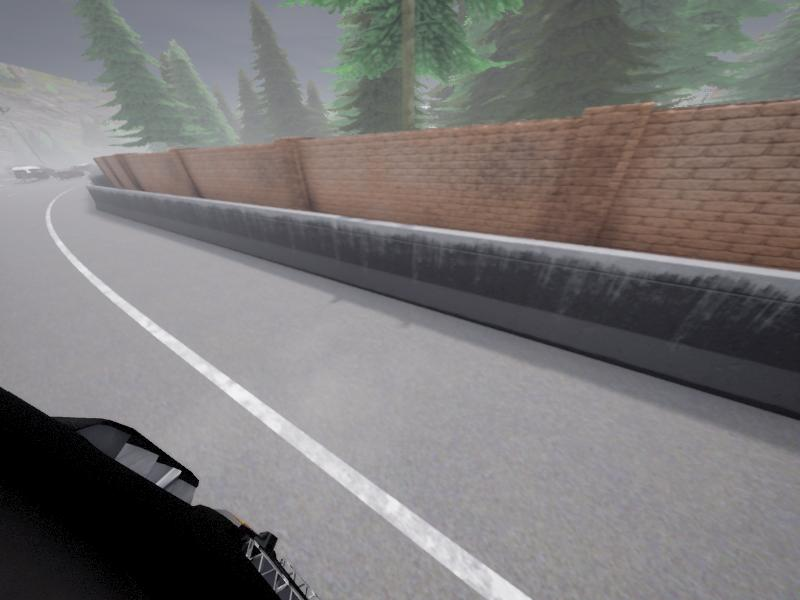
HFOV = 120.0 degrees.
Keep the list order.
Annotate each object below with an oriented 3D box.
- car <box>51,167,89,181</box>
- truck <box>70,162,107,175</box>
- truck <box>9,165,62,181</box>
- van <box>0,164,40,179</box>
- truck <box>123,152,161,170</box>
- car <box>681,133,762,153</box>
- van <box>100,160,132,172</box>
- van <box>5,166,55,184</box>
[{"bbox_3d":[-54.969,-21.127,38.619,1.882,1.535,5.008,-22,38,-26],"label":"car"},{"bbox_3d":[-73.371,-31.165,54.639,2.390,2.098,6.274,-16,36,-18],"label":"truck"},{"bbox_3d":[-65.506,-22.979,41.715,2.390,2.098,6.274,-20,37,-24],"label":"truck"},{"bbox_3d":[-87.658,-29.623,53.004,1.988,2.561,5.915,-16,36,-18],"label":"van"},{"bbox_3d":[-70.443,-38.183,63.401,2.891,3.827,8.468,-13,35,-15],"label":"truck"},{"bbox_3d":[36.754,-18.033,26.658,4.856,1.649,2.033,17,38,27],"label":"car"},{"bbox_3d":[-77.498,-36.787,63.114,2.351,2.431,6.366,-13,35,-15],"label":"van"},{"bbox_3d":[-56.855,-19.346,35.639,2.069,2.038,4.480,-22,38,-26],"label":"van"}]
